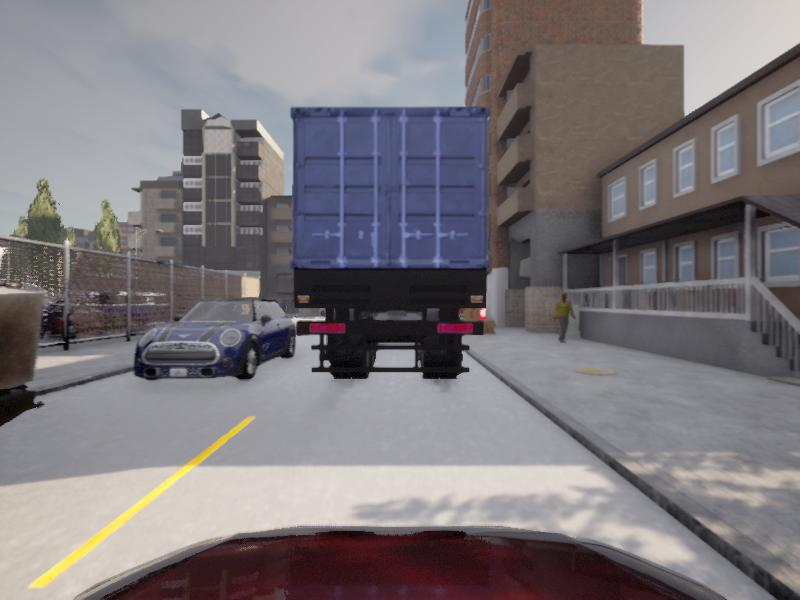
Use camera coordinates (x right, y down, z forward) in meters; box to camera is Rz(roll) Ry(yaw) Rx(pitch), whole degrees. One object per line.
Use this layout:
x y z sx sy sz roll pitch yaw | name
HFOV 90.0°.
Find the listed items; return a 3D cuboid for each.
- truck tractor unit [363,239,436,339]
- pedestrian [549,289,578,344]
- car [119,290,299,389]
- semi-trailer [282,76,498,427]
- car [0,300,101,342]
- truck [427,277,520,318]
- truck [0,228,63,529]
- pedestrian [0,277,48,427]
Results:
-0.014 -0.480 20.077 3.053 4.208 6.516 0 0 0 | truck tractor unit
5.630 0.563 13.830 0.751 1.860 0.751 0 0 6 | pedestrian
-4.002 0.715 9.465 2.097 1.767 4.553 0 0 0 | car
-0.064 -0.592 12.164 2.717 4.402 14.254 0 0 1 | semi-trailer
-14.602 0.781 16.503 1.789 1.547 3.705 0 0 0 | car
6.951 -0.239 38.605 8.468 3.827 2.891 0 0 -1 | truck
-3.992 0.543 0.173 2.390 2.098 6.274 0 0 0 | truck
-5.305 0.649 5.267 0.751 1.860 0.751 0 0 -15 | pedestrian
